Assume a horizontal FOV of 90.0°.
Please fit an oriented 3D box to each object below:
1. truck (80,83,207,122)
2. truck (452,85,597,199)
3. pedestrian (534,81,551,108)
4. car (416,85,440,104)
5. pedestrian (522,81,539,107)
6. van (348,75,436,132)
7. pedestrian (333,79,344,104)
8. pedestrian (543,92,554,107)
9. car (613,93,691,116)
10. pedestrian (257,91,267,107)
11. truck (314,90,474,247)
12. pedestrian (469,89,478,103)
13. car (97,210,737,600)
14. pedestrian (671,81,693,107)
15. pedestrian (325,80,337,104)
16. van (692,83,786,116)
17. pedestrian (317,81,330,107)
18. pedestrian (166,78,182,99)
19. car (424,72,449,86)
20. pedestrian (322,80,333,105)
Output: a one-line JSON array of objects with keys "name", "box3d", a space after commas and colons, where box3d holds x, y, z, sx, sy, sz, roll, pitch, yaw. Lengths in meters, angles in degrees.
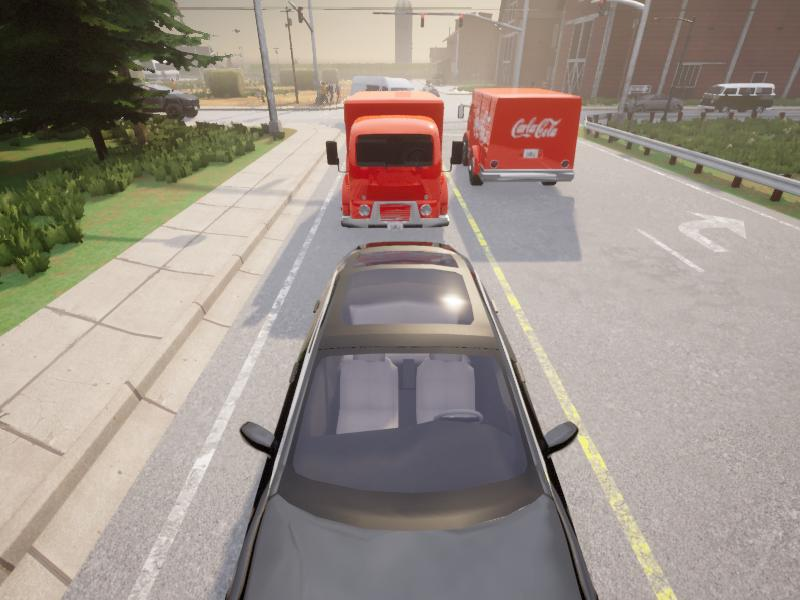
[{"name": "truck", "box3d": [-16.494, -12.913, 26.104, 6.274, 2.098, 2.390, 0, 30, 0]}, {"name": "truck", "box3d": [3.295, -5.077, 12.270, 2.627, 2.467, 5.204, 0, 30, -1]}, {"name": "pedestrian", "box3d": [11.455, -16.537, 32.213, 0.751, 1.860, 0.751, -6, 31, -11]}, {"name": "car", "box3d": [2.726, -20.276, 39.394, 1.994, 1.385, 4.181, -1, 30, -1]}, {"name": "pedestrian", "box3d": [10.636, -16.793, 32.652, 0.751, 1.860, 0.751, -4, 30, -6]}, {"name": "van", "box3d": [-0.679, -11.595, 23.393, 1.988, 2.561, 5.915, -17, 34, -32]}, {"name": "pedestrian", "box3d": [-5.502, -18.576, 35.643, 0.751, 1.860, 0.751, -6, 31, -11]}, {"name": "pedestrian", "box3d": [12.253, -16.553, 32.996, 0.500, 1.100, 0.500, -4, 30, -7]}, {"name": "car", "box3d": [18.370, -14.352, 29.314, 4.181, 1.385, 1.994, 0, 30, 0]}, {"name": "pedestrian", "box3d": [-11.429, -16.675, 33.192, 0.500, 1.100, 0.500, 1, 30, 2]}, {"name": "truck", "box3d": [-0.139, -3.422, 9.428, 2.627, 2.467, 5.204, -1, 30, -1]}, {"name": "pedestrian", "box3d": [6.620, -18.386, 36.079, 0.500, 1.100, 0.500, -19, 35, -29]}, {"name": "car", "box3d": [0.056, 0.760, 3.240, 2.128, 1.511, 4.902, 0, 30, 0]}, {"name": "pedestrian", "box3d": [22.979, -16.769, 32.619, 0.751, 1.860, 0.751, 0, 30, 1]}, {"name": "pedestrian", "box3d": [-6.067, -18.405, 35.357, 0.751, 1.860, 0.751, -10, 32, -17]}, {"name": "van", "box3d": [24.552, -14.640, 29.144, 4.480, 2.038, 2.069, 0, 30, 0]}, {"name": "pedestrian", "box3d": [-6.316, -17.040, 33.051, 0.751, 1.860, 0.751, 1, 30, 2]}, {"name": "pedestrian", "box3d": [-22.877, -21.429, 40.520, 0.751, 1.860, 0.751, 15, 34, 24]}, {"name": "car", "box3d": [6.284, -37.975, 68.887, 1.905, 1.878, 3.866, -31, 40, -33]}, {"name": "pedestrian", "box3d": [-6.154, -17.603, 33.995, 0.751, 1.860, 0.751, -3, 30, -5]}]
